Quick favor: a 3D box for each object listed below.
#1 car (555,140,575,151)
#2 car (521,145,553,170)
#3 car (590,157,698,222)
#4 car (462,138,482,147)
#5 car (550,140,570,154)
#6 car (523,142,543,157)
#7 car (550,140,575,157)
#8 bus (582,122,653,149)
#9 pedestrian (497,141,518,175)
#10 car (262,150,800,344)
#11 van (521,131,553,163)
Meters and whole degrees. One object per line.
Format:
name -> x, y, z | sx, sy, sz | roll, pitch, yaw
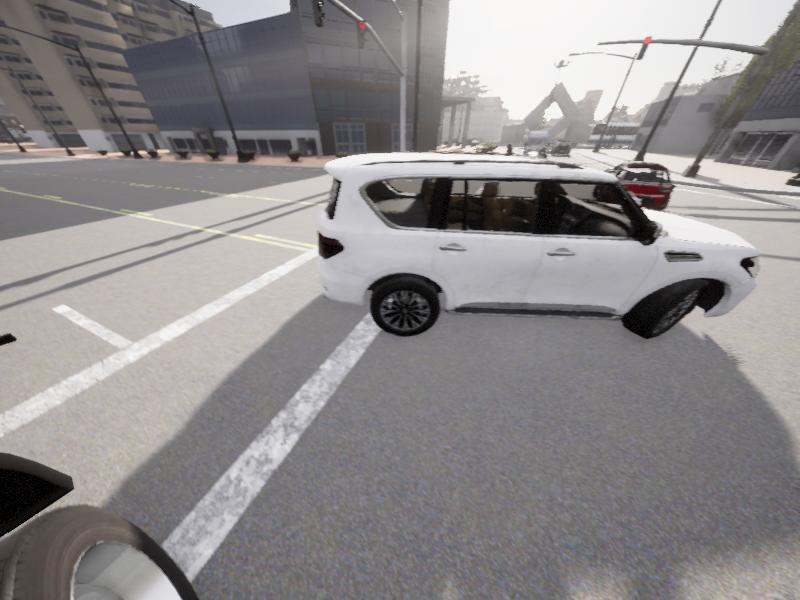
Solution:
car -> 29.137, -27.248, 40.783 | 1.816, 1.474, 4.193 | 27, 43, 32
car -> 11.660, -12.328, 19.847 | 1.816, 1.474, 4.193 | 15, 38, 19
car -> 8.731, -4.392, 8.761 | 1.816, 1.474, 4.193 | 20, 40, 26
car -> 17.576, -38.794, 56.852 | 2.242, 1.667, 4.611 | -13, 38, -18
car -> 24.926, -23.963, 36.029 | 1.930, 1.638, 5.238 | 18, 39, 24
car -> 17.381, -19.881, 30.389 | 1.845, 1.501, 3.633 | 14, 38, 19
car -> 21.654, -20.352, 30.966 | 1.930, 1.638, 5.238 | 15, 38, 20
bus -> 44.596, -33.844, 47.673 | 10.273, 4.253, 3.944 | -7, 37, -10
pedestrian -> 7.246, -9.565, 15.594 | 0.751, 1.860, 0.751 | 20, 40, 25
car -> 1.618, -0.922, 3.404 | 5.566, 2.045, 2.150 | 1, 35, 1
van -> 14.716, -16.726, 25.097 | 1.988, 2.561, 5.915 | 15, 38, 19
